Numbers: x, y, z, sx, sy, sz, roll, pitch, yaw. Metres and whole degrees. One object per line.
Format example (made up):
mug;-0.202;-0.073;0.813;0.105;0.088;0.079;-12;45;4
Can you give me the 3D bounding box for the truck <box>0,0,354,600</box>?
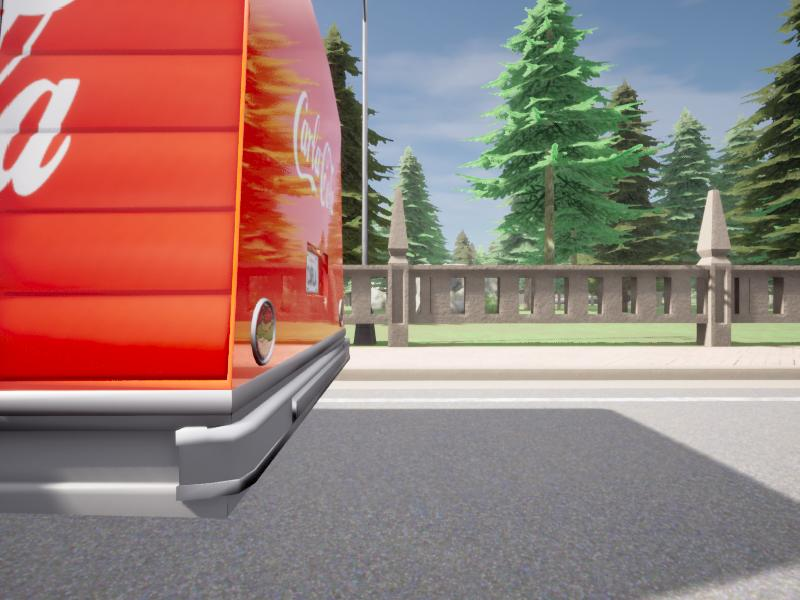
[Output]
truck;-2.993;-0.247;2.167;5.204;2.467;2.627;0;0;-1
